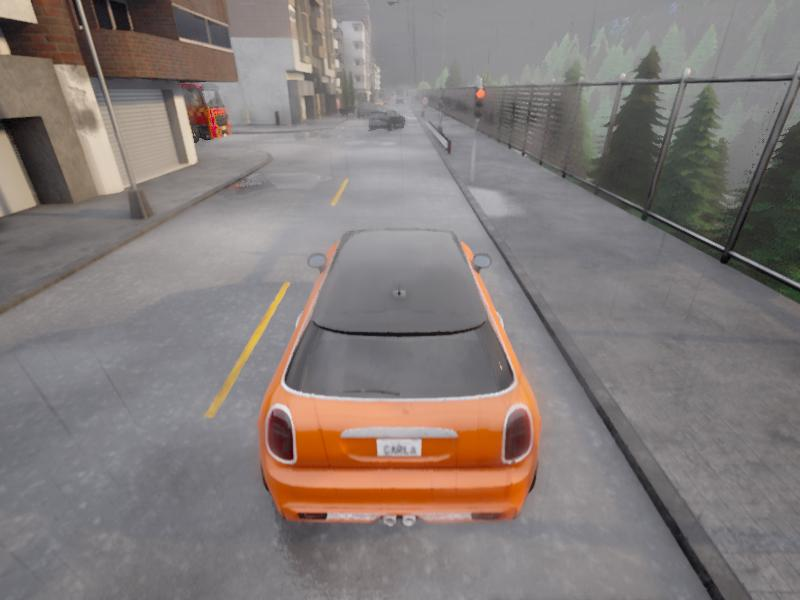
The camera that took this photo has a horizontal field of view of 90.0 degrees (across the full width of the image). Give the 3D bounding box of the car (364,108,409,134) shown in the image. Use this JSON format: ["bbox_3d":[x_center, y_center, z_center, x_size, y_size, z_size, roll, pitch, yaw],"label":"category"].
[{"bbox_3d":[-1.044,-14.959,33.242,2.033,1.649,4.856,11,29,18],"label":"car"}]

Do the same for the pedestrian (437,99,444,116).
[{"bbox_3d":[5.178,-24.627,51.182,0.751,1.860,0.751,0,28,1],"label":"pedestrian"}]

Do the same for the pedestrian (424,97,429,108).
[{"bbox_3d":[4.937,-37.264,75.318,0.751,1.860,0.751,4,28,7],"label":"pedestrian"}]

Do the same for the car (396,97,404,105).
[{"bbox_3d":[-0.027,-48.779,97.973,1.837,1.490,4.892,0,28,0],"label":"car"}]

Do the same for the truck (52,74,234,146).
[{"bbox_3d":[-15.393,-11.764,24.772,8.468,3.827,2.891,-1,28,-1],"label":"truck"}]

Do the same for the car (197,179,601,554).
[{"bbox_3d":[-0.003,-0.005,4.501,2.097,1.767,4.553,0,28,0],"label":"car"}]

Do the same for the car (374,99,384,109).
[{"bbox_3d":[-4.017,-37.975,77.297,1.801,1.575,5.366,0,28,0],"label":"car"}]

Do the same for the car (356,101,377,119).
[{"bbox_3d":[-4.005,-23.015,48.450,2.097,1.767,4.553,0,28,0],"label":"car"}]
